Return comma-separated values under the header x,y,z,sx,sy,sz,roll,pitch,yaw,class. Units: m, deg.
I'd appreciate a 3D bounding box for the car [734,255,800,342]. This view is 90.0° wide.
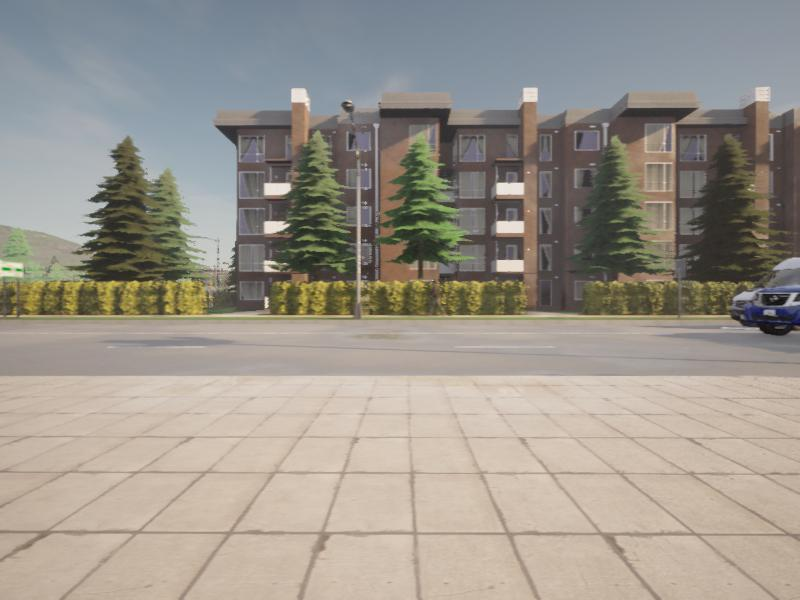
x,y,z,sx,sy,sz,roll,pitch,yaw,class
12.202,-0.030,10.222,5.566,2.045,2.150,0,0,0,car

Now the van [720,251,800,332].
x,y,z,sx,sy,sz,roll,pitch,yaw,class
14.751,-0.276,13.732,5.915,2.561,1.988,0,0,0,van

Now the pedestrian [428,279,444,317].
x,y,z,sx,sy,sz,roll,pitch,yaw,class
1.782,-0.115,19.999,0.751,1.860,0.751,0,0,1,pedestrian
